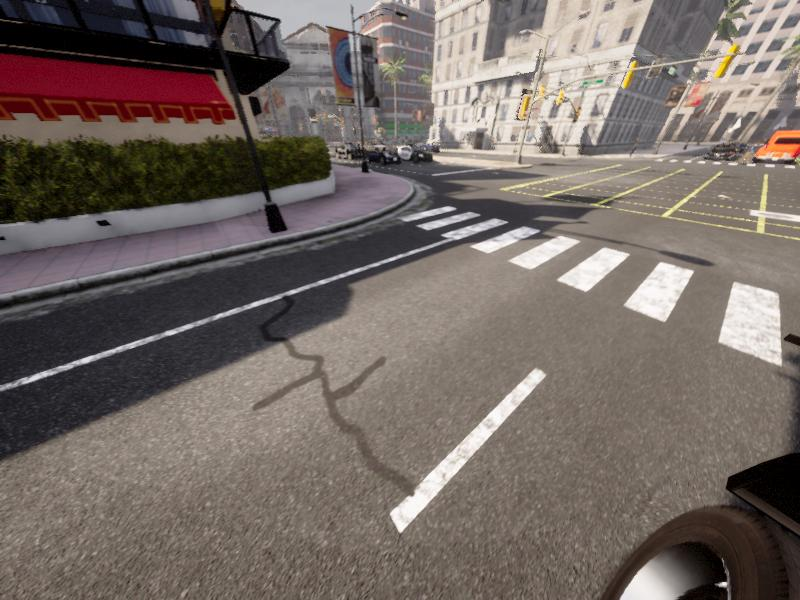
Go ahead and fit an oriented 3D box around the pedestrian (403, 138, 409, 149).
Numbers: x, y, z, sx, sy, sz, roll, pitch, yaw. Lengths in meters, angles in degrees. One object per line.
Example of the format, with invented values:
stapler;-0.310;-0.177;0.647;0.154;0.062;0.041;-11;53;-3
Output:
pedestrian;1.204;-31.091;45.893;0.751;1.860;0.751;-27;43;-32

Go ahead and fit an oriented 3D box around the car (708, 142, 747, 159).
car;39.845;-18.221;28.058;5.357;1.411;2.033;-24;42;-30

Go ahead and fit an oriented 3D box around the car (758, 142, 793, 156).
car;50.523;-20.416;31.109;4.181;1.385;1.994;-24;42;-29

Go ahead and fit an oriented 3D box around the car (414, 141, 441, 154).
car;4.243;-23.645;35.793;1.970;1.475;3.806;-24;42;-30

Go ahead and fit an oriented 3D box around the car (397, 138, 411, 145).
car;1.269;-45.854;66.926;3.705;1.549;1.789;-24;42;-29

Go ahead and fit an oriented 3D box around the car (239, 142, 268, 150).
car;-29.945;-31.685;47.421;4.718;1.301;1.895;-16;38;-21

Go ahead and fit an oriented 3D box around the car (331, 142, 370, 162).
car;-5.661;-16.873;26.190;1.930;1.638;5.238;-24;42;-30

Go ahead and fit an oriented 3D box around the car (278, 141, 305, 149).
car;-22.933;-32.894;48.956;4.674;1.442;1.812;0;35;0

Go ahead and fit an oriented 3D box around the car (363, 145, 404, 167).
car;-1.599;-13.734;21.900;1.970;1.475;3.806;-24;42;-30

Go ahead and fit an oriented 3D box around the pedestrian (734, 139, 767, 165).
pedestrian;30.641;-12.917;20.212;0.751;1.860;0.751;-21;40;-27

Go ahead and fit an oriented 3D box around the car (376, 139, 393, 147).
car;-3.975;-41.008;60.180;3.988;1.617;1.851;-24;42;-29

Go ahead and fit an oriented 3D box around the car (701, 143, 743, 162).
car;34.128;-15.689;24.445;4.892;1.490;1.837;-24;42;-30

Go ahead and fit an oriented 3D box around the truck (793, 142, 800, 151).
truck;67.063;-25.486;37.515;6.274;2.098;2.390;-24;42;-29

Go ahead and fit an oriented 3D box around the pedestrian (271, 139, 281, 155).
pedestrian;-18.133;-22.451;33.859;0.751;1.860;0.751;-20;40;-26

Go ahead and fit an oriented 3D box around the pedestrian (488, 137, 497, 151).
pedestrian;14.931;-25.199;37.285;0.751;1.860;0.751;-22;41;-28

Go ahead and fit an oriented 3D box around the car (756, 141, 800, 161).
car;41.553;-16.524;25.453;5.238;1.638;1.930;-24;42;-30

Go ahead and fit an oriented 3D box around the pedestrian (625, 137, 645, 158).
pedestrian;26.025;-16.910;25.583;0.751;1.860;0.751;-26;43;-31

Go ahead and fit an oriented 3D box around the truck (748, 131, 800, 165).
truck;35.958;-14.339;21.709;5.204;2.467;2.627;-24;42;-30

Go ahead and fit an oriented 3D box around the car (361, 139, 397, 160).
car;-2.505;-17.925;27.446;1.932;1.855;4.605;-24;42;-30

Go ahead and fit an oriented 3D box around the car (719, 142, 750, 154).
car;47.745;-21.740;32.983;4.181;1.385;1.994;-25;42;-30

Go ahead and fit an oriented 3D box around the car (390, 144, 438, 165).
car;1.287;-14.911;23.492;2.038;1.542;4.974;-24;42;-30

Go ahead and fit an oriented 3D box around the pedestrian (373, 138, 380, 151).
pedestrian;-4.213;-28.167;41.817;0.751;1.860;0.751;-29;44;-34

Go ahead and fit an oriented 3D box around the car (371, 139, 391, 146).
car;-5.151;-43.054;63.008;4.974;1.542;2.038;-24;42;-29

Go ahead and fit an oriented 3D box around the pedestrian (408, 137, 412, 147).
pedestrian;2.153;-34.272;50.097;0.751;1.860;0.751;-6;36;-8
